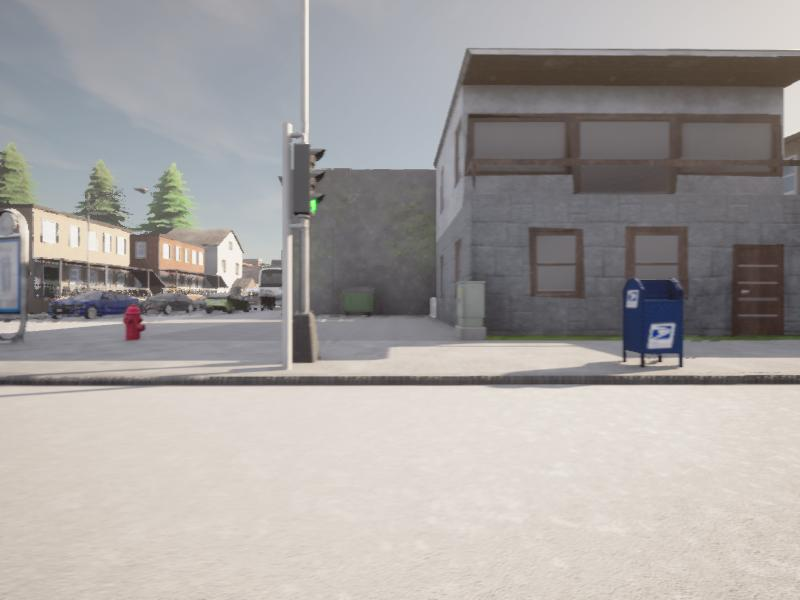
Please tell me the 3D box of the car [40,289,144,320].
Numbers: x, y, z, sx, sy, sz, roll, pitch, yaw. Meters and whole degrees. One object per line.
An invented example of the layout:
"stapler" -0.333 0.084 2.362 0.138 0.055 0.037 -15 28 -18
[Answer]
"car" -16.499 0.222 21.853 1.882 1.535 5.008 0 0 -1

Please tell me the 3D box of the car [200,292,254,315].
"car" -12.587 0.228 29.443 2.007 1.525 4.514 0 0 0

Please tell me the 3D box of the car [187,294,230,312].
"car" -16.634 0.254 35.008 1.816 1.474 4.193 0 0 -1

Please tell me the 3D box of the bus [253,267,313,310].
"bus" -12.862 -1.133 45.239 3.944 4.253 10.273 0 0 -1

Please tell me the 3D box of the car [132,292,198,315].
"car" -16.569 0.244 28.556 1.837 1.490 4.892 0 0 -1

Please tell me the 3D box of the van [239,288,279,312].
"van" -12.646 -0.028 36.126 2.069 2.038 4.480 0 0 -1
